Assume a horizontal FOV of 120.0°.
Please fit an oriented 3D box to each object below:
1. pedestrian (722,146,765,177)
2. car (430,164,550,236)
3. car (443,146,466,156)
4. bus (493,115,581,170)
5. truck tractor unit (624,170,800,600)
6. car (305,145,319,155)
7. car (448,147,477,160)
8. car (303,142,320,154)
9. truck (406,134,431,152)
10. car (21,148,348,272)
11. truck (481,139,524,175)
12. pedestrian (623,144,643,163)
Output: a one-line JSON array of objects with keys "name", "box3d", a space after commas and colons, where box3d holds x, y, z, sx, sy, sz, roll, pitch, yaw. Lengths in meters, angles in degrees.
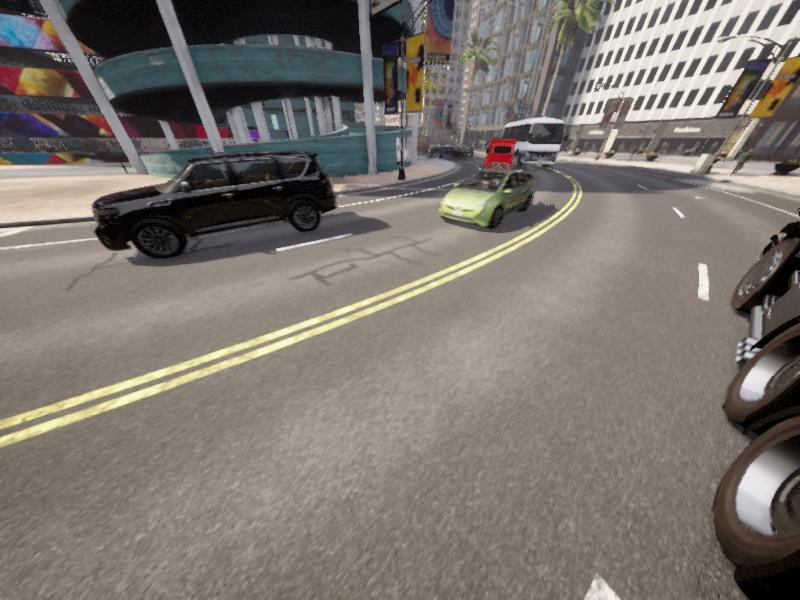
[{"name": "pedestrian", "box3d": [24.737, -9.982, 16.700, 0.751, 1.860, 0.751, 16, 37, 21]}, {"name": "car", "box3d": [3.329, -3.836, 8.312, 2.007, 1.525, 4.514, 29, 44, 35]}, {"name": "car", "box3d": [10.330, -28.693, 44.499, 2.007, 1.525, 4.514, -13, 37, -19]}, {"name": "bus", "box3d": [14.303, -17.520, 25.848, 3.944, 4.253, 10.273, 3, 35, 3]}, {"name": "truck tractor unit", "box3d": [4.942, -0.440, 0.993, 6.516, 4.208, 3.053, -25, 42, -31]}, {"name": "car", "box3d": [-18.177, -30.871, 47.487, 2.007, 1.523, 4.514, -13, 37, -19]}, {"name": "car", "box3d": [9.826, -23.340, 36.725, 2.128, 1.511, 4.902, -9, 35, -13]}, {"name": "car", "box3d": [-18.154, -31.163, 47.221, 2.435, 2.045, 5.566, -13, 37, -19]}, {"name": "truck", "box3d": [4.764, -42.178, 62.075, 2.891, 3.827, 8.468, -13, 37, -19]}, {"name": "car", "box3d": [-4.615, -2.887, 6.438, 5.566, 2.045, 2.150, -22, 40, -27]}, {"name": "truck", "box3d": [8.978, -12.918, 20.711, 2.627, 2.467, 5.204, 11, 36, 14]}, {"name": "pedestrian", "box3d": [27.693, -17.424, 27.537, 0.751, 1.860, 0.751, 6, 35, 9]}]
